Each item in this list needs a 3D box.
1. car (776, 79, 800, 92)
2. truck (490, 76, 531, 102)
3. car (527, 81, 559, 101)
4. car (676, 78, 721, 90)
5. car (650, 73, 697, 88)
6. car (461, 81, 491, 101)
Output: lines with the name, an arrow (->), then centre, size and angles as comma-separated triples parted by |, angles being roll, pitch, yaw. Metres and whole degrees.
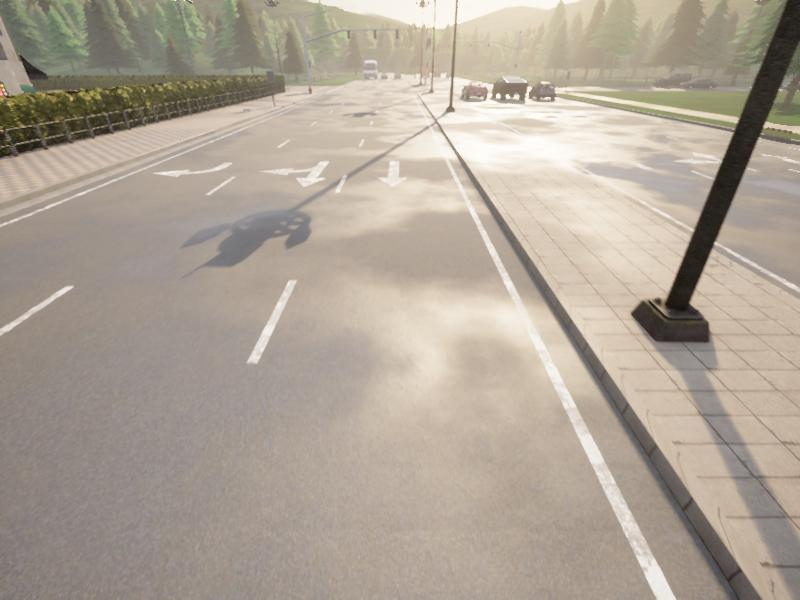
car -> 55.792, -29.738, 55.464 | 4.902, 1.511, 2.128 | 0, 30, 0
truck -> 11.385, -22.101, 41.730 | 2.390, 2.098, 6.274 | 0, 30, 0
car -> 14.886, -21.862, 41.810 | 1.851, 1.617, 3.988 | 0, 30, 0
car -> 43.621, -31.570, 58.531 | 4.892, 1.490, 1.837 | 0, 30, 0
car -> 43.958, -35.333, 64.437 | 5.566, 2.045, 2.150 | 0, 30, 0
car -> 7.881, -22.086, 42.175 | 2.152, 1.651, 5.027 | 0, 30, 0
